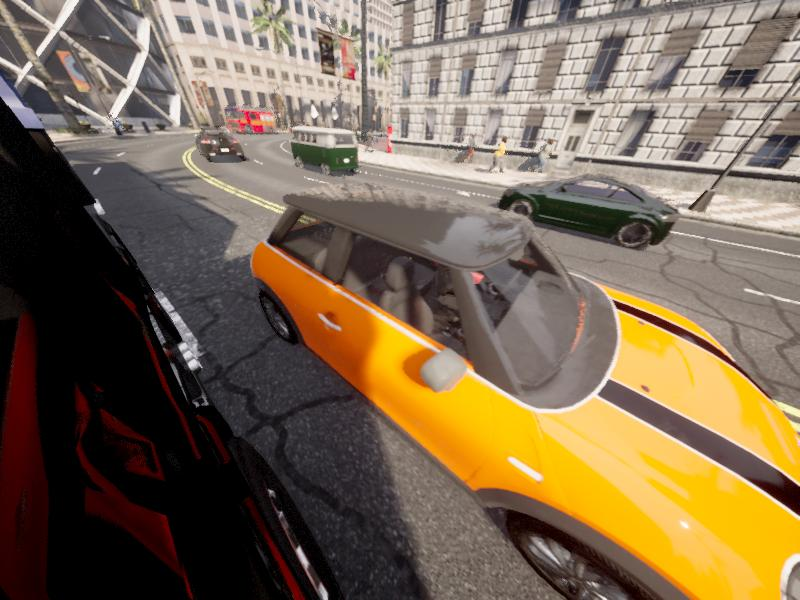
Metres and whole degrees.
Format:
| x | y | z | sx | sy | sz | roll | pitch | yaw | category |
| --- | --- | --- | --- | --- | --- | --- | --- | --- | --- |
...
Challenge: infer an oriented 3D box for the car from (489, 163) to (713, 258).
| x | y | z | sx | sy | sz | roll | pitch | yaw | category |
| --- | --- | --- | --- | --- | --- | --- | --- | --- | --- |
| 5.144 | -2.814 | 6.619 | 4.181 | 1.385 | 1.994 | 27 | 43 | 29 | car |

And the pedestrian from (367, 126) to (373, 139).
| x | y | z | sx | sy | sz | roll | pitch | yaw | category |
| --- | --- | --- | --- | --- | --- | --- | --- | --- | --- |
| -5.345 | -30.152 | 41.607 | 0.751 | 1.860 | 0.751 | 12 | 38 | 12 | pedestrian |

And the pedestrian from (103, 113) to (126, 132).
| x | y | z | sx | sy | sz | roll | pitch | yaw | category |
| --- | --- | --- | --- | --- | --- | --- | --- | --- | --- |
| -35.824 | -22.254 | 29.032 | 0.751 | 1.860 | 0.751 | 1 | 37 | -2 | pedestrian |

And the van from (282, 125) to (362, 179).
| x | y | z | sx | sy | sz | roll | pitch | yaw | category |
| --- | --- | --- | --- | --- | --- | --- | --- | --- | --- |
| -4.243 | -8.134 | 12.554 | 4.442 | 1.987 | 1.775 | 30 | 45 | 32 | van |

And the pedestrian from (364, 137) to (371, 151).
| x | y | z | sx | sy | sz | roll | pitch | yaw | category |
| --- | --- | --- | --- | --- | --- | --- | --- | --- | --- |
| -3.108 | -15.081 | 22.324 | 0.500 | 1.100 | 0.500 | -10 | 39 | -16 | pedestrian |

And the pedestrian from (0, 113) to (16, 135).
| x | y | z | sx | sy | sz | roll | pitch | yaw | category |
| --- | --- | --- | --- | --- | --- | --- | --- | --- | --- |
| -35.580 | -15.831 | 20.497 | 0.751 | 1.860 | 0.751 | 27 | 43 | 28 | pedestrian |

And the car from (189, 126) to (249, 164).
| x | y | z | sx | sy | sz | roll | pitch | yaw | category |
| --- | --- | --- | --- | --- | --- | --- | --- | --- | --- |
| -11.898 | -10.213 | 15.107 | 2.152 | 1.651 | 5.027 | -24 | 44 | -31 | car |

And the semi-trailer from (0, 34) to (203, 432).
| x | y | z | sx | sy | sz | roll | pitch | yaw | category |
| --- | --- | --- | --- | --- | --- | --- | --- | --- | --- |
| -8.766 | -3.569 | 4.144 | 14.254 | 4.402 | 2.717 | 27 | 43 | 29 | semi-trailer |

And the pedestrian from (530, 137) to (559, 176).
| x | y | z | sx | sy | sz | roll | pitch | yaw | category |
| --- | --- | --- | --- | --- | --- | --- | --- | --- | --- |
| 8.595 | -8.564 | 13.803 | 0.751 | 1.860 | 0.751 | 26 | 42 | 27 | pedestrian |

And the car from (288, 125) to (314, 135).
| x | y | z | sx | sy | sz | roll | pitch | yaw | category |
| --- | --- | --- | --- | --- | --- | --- | --- | --- | --- |
| -20.173 | -34.678 | 47.204 | 2.007 | 1.525 | 4.514 | 19 | 40 | 21 | car |

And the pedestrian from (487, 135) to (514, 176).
| x | y | z | sx | sy | sz | roll | pitch | yaw | category |
| --- | --- | --- | --- | --- | --- | --- | --- | --- | --- |
| 5.659 | -8.171 | 13.082 | 0.751 | 1.860 | 0.751 | 22 | 41 | 24 | pedestrian |

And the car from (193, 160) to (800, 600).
| x | y | z | sx | sy | sz | roll | pitch | yaw | category |
| --- | --- | --- | --- | --- | --- | --- | --- | --- | --- |
| 0.493 | -0.004 | 2.208 | 4.553 | 1.767 | 2.097 | 27 | 43 | 29 | car |

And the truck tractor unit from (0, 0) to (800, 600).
| x | y | z | sx | sy | sz | roll | pitch | yaw | category |
| --- | --- | --- | --- | --- | --- | --- | --- | --- | --- |
| -2.645 | -0.295 | 0.351 | 6.516 | 4.208 | 3.053 | 28 | 44 | 30 | truck tractor unit |

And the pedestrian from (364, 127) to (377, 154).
| x | y | z | sx | sy | sz | roll | pitch | yaw | category |
| --- | --- | --- | --- | --- | --- | --- | --- | --- | --- |
| -2.615 | -14.051 | 20.353 | 0.751 | 1.860 | 0.751 | -29 | 47 | -35 | pedestrian |

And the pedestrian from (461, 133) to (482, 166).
| x | y | z | sx | sy | sz | roll | pitch | yaw | category |
| --- | --- | --- | --- | --- | --- | --- | --- | --- | --- |
| 5.001 | -10.568 | 16.229 | 0.751 | 1.860 | 0.751 | 27 | 43 | 29 | pedestrian |

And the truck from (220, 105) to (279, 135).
| x | y | z | sx | sy | sz | roll | pitch | yaw | category |
| --- | --- | --- | --- | --- | --- | --- | --- | --- | --- |
| -26.239 | -31.758 | 40.991 | 2.891 | 3.827 | 8.468 | 12 | 38 | 12 | truck |
